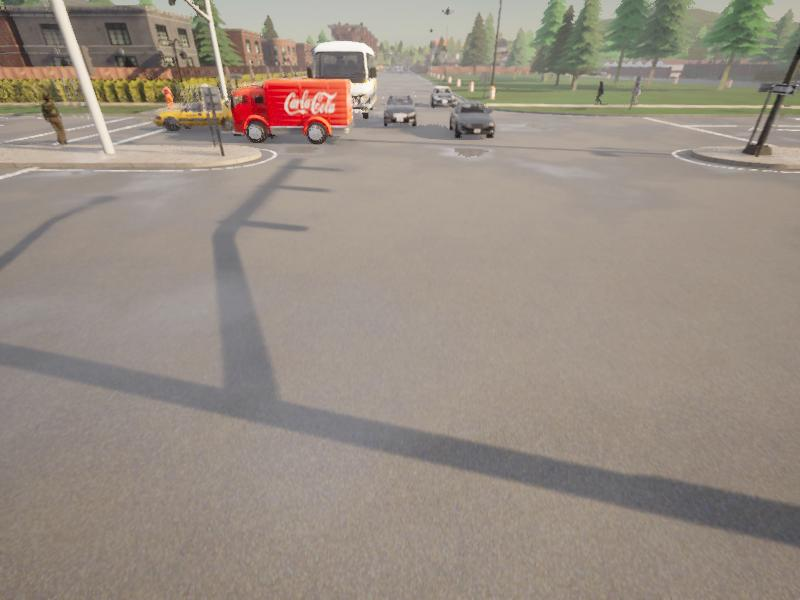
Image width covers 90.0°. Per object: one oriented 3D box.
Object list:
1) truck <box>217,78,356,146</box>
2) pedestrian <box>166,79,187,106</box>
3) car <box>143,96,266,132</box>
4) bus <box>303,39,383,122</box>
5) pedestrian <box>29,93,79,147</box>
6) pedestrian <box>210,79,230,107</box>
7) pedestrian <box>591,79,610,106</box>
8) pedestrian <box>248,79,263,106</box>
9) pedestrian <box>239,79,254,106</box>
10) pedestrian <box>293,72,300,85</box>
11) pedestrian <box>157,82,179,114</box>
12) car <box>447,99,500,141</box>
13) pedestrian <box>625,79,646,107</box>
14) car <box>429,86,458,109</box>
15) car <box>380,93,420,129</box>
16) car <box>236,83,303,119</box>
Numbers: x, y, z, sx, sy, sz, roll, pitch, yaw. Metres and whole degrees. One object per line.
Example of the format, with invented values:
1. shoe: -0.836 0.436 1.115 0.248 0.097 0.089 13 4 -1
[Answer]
1. truck: -4.780 -8.452 17.891 5.204 2.467 2.627 0 30 1
2. pedestrian: -17.770 -16.498 31.842 0.751 1.860 0.751 1 30 2
3. car: -10.202 -9.868 21.185 5.366 1.575 1.801 0 30 1
4. bus: -3.390 -15.225 27.665 3.944 4.253 10.273 0 30 0
5. pedestrian: -13.803 -7.187 16.001 0.751 1.860 0.751 -10 32 -16
6. pedestrian: -13.759 -15.836 30.634 0.751 1.860 0.751 4 31 6
7. pedestrian: 15.905 -16.470 31.792 0.751 1.860 0.751 3 31 5
8. pedestrian: -11.607 -16.699 32.184 0.751 1.860 0.751 -5 31 -9
9. pedestrian: -12.337 -16.664 32.124 0.751 1.860 0.751 -8 31 -14
10. pedestrian: -17.010 -36.422 65.737 0.751 1.860 0.751 0 30 -1
11. pedestrian: -15.512 -13.541 26.811 0.751 1.860 0.751 -10 32 -16
12. car: 3.495 -8.948 19.726 1.816 1.474 4.193 0 30 0
13. pedestrian: 18.486 -16.229 31.382 0.751 1.860 0.751 2 30 3
14. car: 3.488 -16.613 32.763 1.970 1.475 3.806 0 30 0
15. car: -0.009 -11.151 23.437 2.128 1.511 4.902 0 30 0
16. car: -8.771 -13.615 27.255 1.905 1.878 3.866 15 34 24
